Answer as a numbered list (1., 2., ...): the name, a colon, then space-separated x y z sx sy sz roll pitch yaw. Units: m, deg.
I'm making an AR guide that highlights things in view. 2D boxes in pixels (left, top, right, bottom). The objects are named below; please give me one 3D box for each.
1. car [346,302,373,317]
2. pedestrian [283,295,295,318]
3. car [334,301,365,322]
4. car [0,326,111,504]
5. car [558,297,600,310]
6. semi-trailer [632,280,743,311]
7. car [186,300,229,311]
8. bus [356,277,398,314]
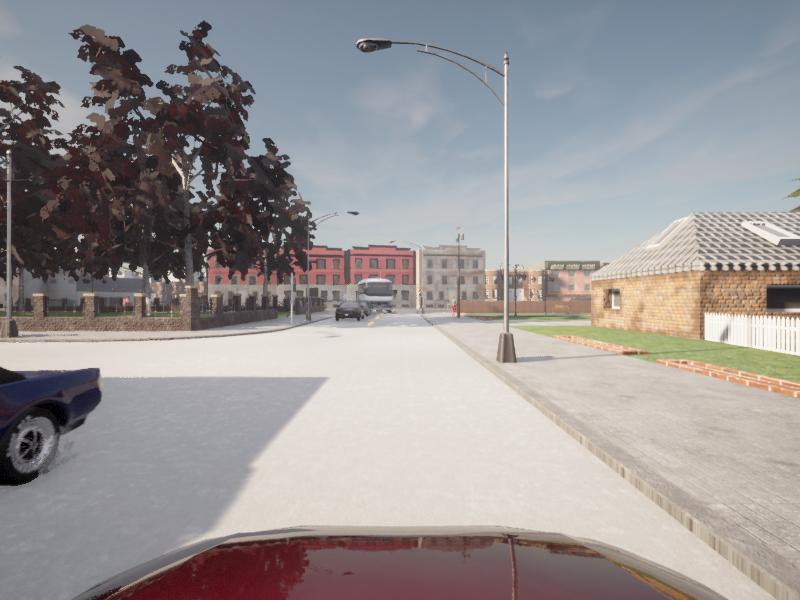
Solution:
1. car: -3.869 0.895 39.441 2.033 1.411 5.357 0 0 1
2. pedestrian: -9.199 0.533 33.110 0.751 1.860 0.751 0 0 1
3. car: -3.937 0.823 32.015 1.882 1.535 5.008 0 0 0
4. car: -3.971 0.944 2.077 1.895 1.301 4.718 0 0 -6
5. car: 27.824 0.568 62.394 5.566 2.045 2.150 0 0 0
6. semi-trailer: 41.750 -0.619 58.355 14.254 4.402 2.717 0 0 0
7. car: -28.054 0.771 58.374 5.238 1.638 1.930 0 0 0
8. bus: -3.136 -0.537 50.554 3.944 4.253 10.273 0 0 -11
